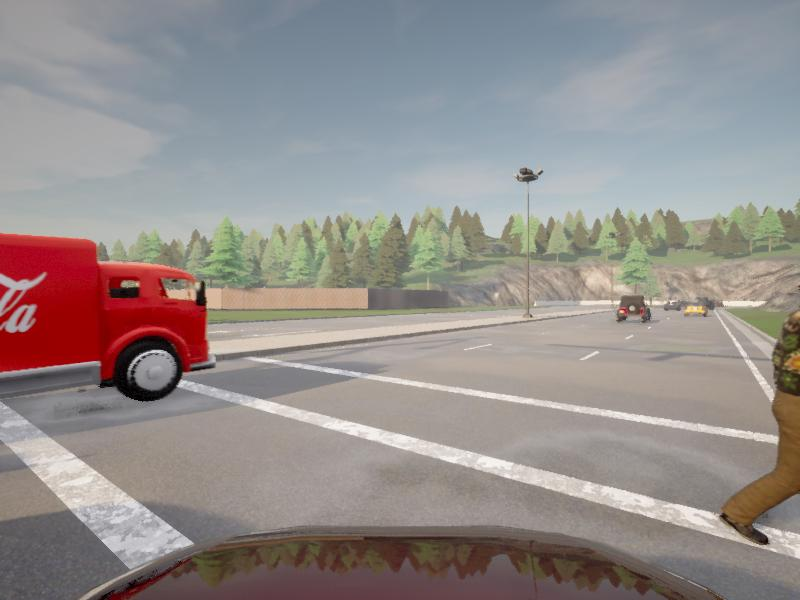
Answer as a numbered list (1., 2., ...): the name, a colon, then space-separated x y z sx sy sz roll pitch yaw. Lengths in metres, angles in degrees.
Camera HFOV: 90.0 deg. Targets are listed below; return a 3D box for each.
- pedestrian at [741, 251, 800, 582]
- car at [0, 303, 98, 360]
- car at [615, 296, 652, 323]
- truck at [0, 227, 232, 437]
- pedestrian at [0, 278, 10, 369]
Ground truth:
1. pedestrian: 2.587 0.653 2.452 0.751 1.860 0.751 0 0 40
2. car: -11.584 0.851 11.017 2.163 1.488 4.792 0 0 38
3. car: 17.441 0.646 29.796 1.905 1.878 3.866 0 0 37
4. truck: -5.582 0.375 5.700 2.627 2.467 5.204 0 1 38
5. pedestrian: -8.675 0.485 8.338 0.751 1.860 0.751 0 0 43
